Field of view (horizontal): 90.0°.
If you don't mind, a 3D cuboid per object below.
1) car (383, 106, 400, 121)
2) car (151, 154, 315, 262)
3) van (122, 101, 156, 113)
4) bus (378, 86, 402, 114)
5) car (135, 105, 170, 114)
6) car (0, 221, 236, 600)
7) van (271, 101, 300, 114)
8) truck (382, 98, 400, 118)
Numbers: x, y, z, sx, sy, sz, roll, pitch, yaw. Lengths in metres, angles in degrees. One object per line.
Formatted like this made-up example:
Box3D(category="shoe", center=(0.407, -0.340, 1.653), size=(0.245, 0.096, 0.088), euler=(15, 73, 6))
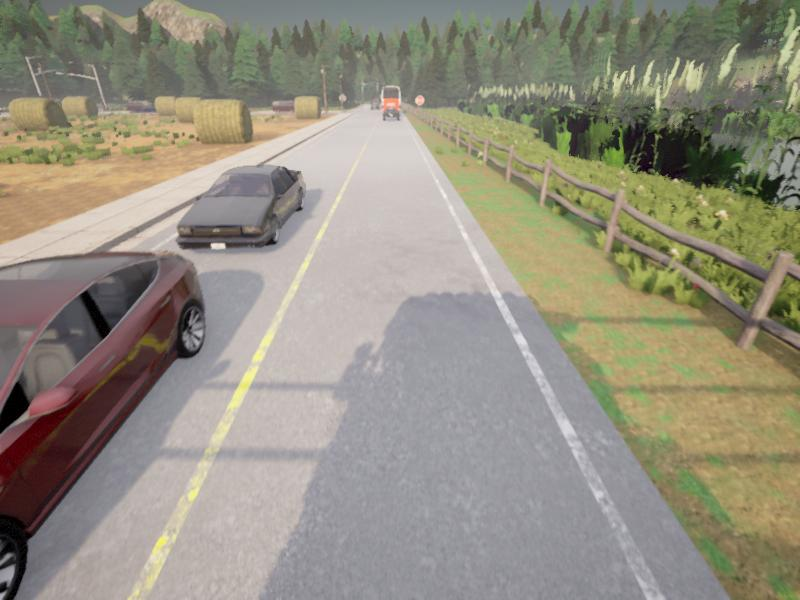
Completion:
Box3D(category="car", center=(-1.156, -24.611, 52.676), size=(2.152, 1.651, 5.027), euler=(-1, 27, -1))
Box3D(category="car", center=(-3.700, -2.639, 10.224), size=(2.033, 1.411, 5.357), euler=(-1, 27, -1))
Box3D(category="van", center=(-47.565, -35.211, 72.949), size=(4.442, 1.987, 1.775), euler=(-2, 27, -3))
Box3D(category="bus", center=(-1.723, -36.042, 72.007), size=(3.944, 4.253, 10.273), euler=(-1, 27, -1))
Box3D(category="car", center=(-43.443, -33.432, 70.237), size=(4.718, 1.301, 1.895), euler=(-2, 27, -3))
Box3D(category="car", center=(-3.552, 0.695, 3.651), size=(2.163, 1.488, 4.792), euler=(-1, 27, -1))
Box3D(category="van", center=(-20.445, -34.458, 71.487), size=(4.442, 1.987, 1.775), euler=(-2, 27, -3))
Box3D(category="truck", center=(-1.306, -28.467, 59.240), size=(2.627, 2.467, 5.204), euler=(-1, 27, -1))
